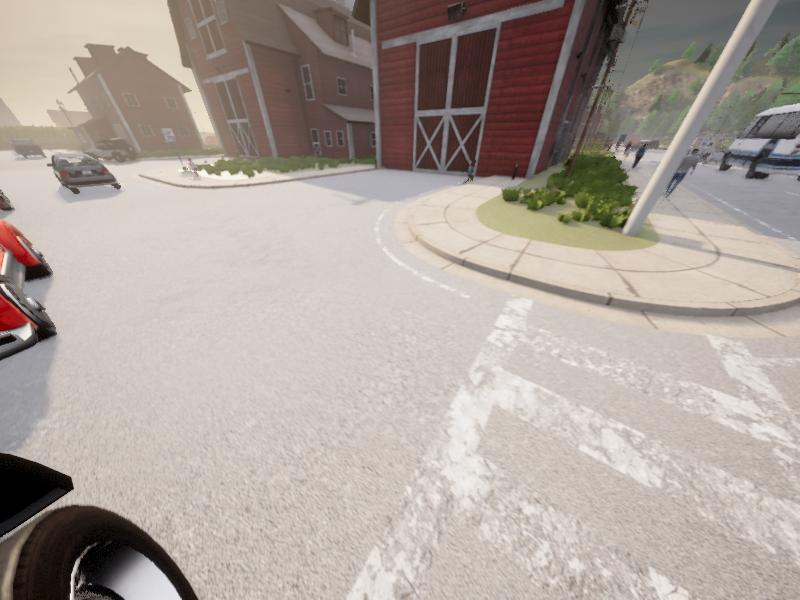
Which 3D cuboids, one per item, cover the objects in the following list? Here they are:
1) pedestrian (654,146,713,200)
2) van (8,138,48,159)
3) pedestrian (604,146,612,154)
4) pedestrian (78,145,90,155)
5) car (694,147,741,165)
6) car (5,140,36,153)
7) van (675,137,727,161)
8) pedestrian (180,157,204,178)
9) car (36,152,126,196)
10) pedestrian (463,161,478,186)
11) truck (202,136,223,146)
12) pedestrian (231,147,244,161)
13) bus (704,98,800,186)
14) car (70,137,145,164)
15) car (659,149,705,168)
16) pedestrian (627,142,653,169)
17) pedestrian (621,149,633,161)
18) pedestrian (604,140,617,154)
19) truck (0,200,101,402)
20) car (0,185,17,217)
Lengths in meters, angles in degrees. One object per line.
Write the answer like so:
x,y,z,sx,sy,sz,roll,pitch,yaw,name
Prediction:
11.632,-5.256,9.580,0.751,1.860,0.751,26,43,32,pedestrian
-47.024,-19.188,29.200,4.442,1.987,1.775,22,41,28,van
34.772,-25.147,38.646,0.500,1.100,0.500,9,36,12,pedestrian
-41.941,-19.894,30.692,0.500,1.100,0.500,26,43,32,pedestrian
34.555,-15.792,25.283,1.845,1.501,3.633,23,41,29,car
-64.510,-26.107,39.231,5.238,1.638,1.930,21,40,27,car
39.488,-20.055,30.589,2.351,2.431,6.366,23,41,29,van
-12.596,-8.033,14.001,0.500,1.100,0.500,7,36,9,pedestrian
-16.132,-6.489,11.697,3.705,1.549,1.789,22,41,28,car
3.747,-6.760,12.337,0.500,1.100,0.500,13,37,17,pedestrian
-55.724,-47.180,68.557,5.204,2.467,2.627,23,41,29,truck
-15.961,-14.378,22.747,0.500,1.100,0.500,7,36,10,pedestrian
26.684,-10.806,15.785,3.944,4.253,10.273,23,41,28,bus
-28.656,-14.757,22.812,3.866,1.878,1.905,-6,41,-5,car
28.797,-14.640,23.751,1.994,1.385,4.181,23,41,28,car
19.919,-11.975,19.178,0.751,1.860,0.751,-29,45,-35,pedestrian
26.421,-16.883,26.853,0.500,1.100,0.500,16,38,22,pedestrian
34.583,-25.122,37.950,0.751,1.860,0.751,15,38,20,pedestrian
-6.580,-0.523,2.495,5.204,2.467,2.627,21,40,28,truck
-15.710,-3.783,8.016,4.181,1.385,1.994,22,41,28,car
